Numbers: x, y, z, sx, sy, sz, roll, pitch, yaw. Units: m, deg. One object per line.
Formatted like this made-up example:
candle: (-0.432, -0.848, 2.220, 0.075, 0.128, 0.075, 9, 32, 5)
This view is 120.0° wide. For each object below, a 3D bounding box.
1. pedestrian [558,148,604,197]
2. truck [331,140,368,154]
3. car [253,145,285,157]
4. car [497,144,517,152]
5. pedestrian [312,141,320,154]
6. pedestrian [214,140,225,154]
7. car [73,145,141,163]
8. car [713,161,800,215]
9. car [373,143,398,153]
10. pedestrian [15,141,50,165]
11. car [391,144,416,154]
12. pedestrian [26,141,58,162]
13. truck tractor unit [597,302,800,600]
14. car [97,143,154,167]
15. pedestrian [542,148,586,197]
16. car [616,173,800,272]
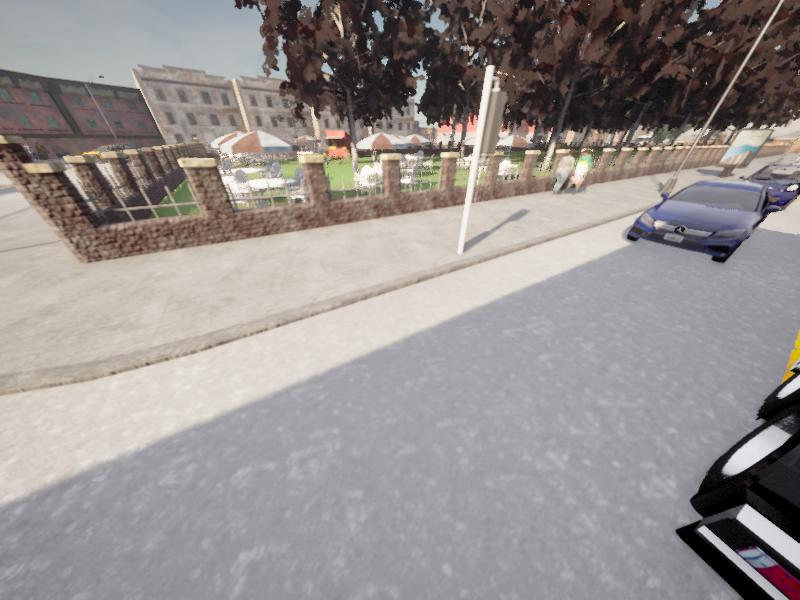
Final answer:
pedestrian: (8.258, -5.849, 10.612, 0.751, 1.860, 0.751, -10, 36, -14)
truck: (-9.587, -29.386, 44.267, 6.274, 2.098, 2.390, -19, 39, -26)
car: (-19.935, -22.778, 35.236, 3.806, 1.475, 1.970, -20, 40, -26)
car: (27.375, -38.897, 59.136, 4.892, 1.490, 1.837, -19, 39, -25)
pedestrian: (-14.600, -26.393, 40.093, 0.751, 1.860, 0.751, 27, 43, 33)
pedestrian: (-30.118, -25.522, 38.530, 0.751, 1.860, 0.751, -14, 37, -20)
car: (-32.918, -16.622, 26.237, 1.882, 1.535, 5.008, -4, 35, -6)
car: (15.633, -4.835, 9.731, 3.633, 1.501, 1.845, -19, 39, -25)
car: (-2.961, -31.375, 47.677, 4.514, 1.525, 2.007, -19, 39, -25)
pedestrian: (-34.018, -13.619, 21.407, 0.751, 1.860, 0.751, -20, 40, -27)
car: (0.681, -29.947, 45.660, 4.514, 1.525, 2.007, -19, 39, -25)
pedestrian: (-36.765, -15.277, 23.764, 0.751, 1.860, 0.751, -8, 36, -12)
truck tractor unit: (5.167, -0.242, 0.687, 6.516, 4.208, 3.053, -16, 38, -21)
car: (-27.127, -14.599, 23.077, 1.932, 1.855, 4.605, -17, 38, -23)
pedestrian: (7.360, -5.738, 10.444, 0.751, 1.860, 0.751, -13, 37, -18)
car: (8.215, -2.332, 6.150, 4.674, 1.442, 1.812, -20, 40, -26)
